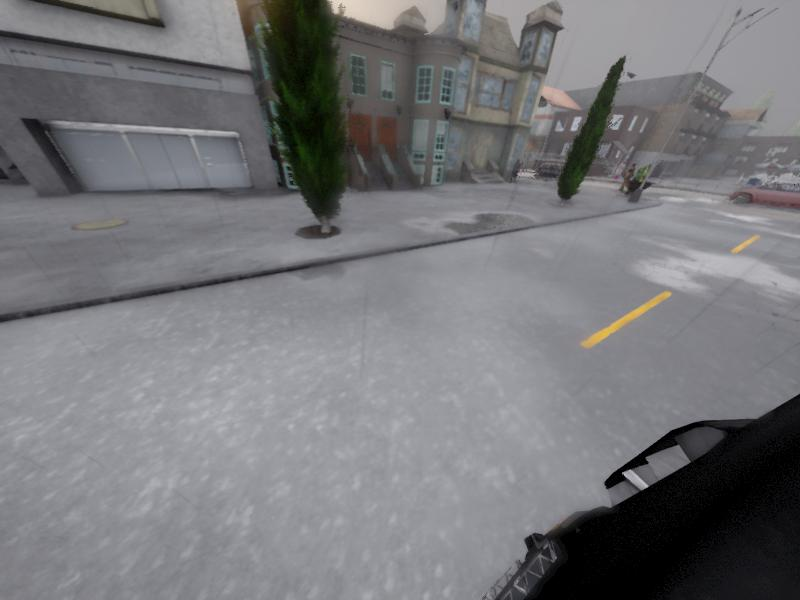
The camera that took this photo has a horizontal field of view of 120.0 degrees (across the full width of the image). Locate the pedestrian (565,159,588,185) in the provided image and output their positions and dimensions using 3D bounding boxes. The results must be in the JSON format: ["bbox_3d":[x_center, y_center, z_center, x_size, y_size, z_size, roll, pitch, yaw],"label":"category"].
[{"bbox_3d":[15.036,-10.921,19.710,0.751,1.860,0.751,8,34,8],"label":"pedestrian"}]

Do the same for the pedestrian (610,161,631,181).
[{"bbox_3d":[23.486,-13.774,24.667,0.751,1.860,0.751,15,35,18],"label":"pedestrian"}]

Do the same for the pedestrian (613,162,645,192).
[{"bbox_3d":[16.997,-9.159,17.200,0.751,1.860,0.751,-5,34,-12],"label":"pedestrian"}]

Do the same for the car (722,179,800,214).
[{"bbox_3d":[23.296,-6.205,13.902,1.994,1.385,4.181,-16,38,-26],"label":"car"}]

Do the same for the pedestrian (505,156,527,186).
[{"bbox_3d":[8.769,-9.759,17.495,0.751,1.860,0.751,-18,39,-28],"label":"pedestrian"}]

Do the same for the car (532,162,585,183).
[{"bbox_3d":[16.282,-13.275,23.939,1.970,1.475,3.806,-16,38,-26],"label":"car"}]
